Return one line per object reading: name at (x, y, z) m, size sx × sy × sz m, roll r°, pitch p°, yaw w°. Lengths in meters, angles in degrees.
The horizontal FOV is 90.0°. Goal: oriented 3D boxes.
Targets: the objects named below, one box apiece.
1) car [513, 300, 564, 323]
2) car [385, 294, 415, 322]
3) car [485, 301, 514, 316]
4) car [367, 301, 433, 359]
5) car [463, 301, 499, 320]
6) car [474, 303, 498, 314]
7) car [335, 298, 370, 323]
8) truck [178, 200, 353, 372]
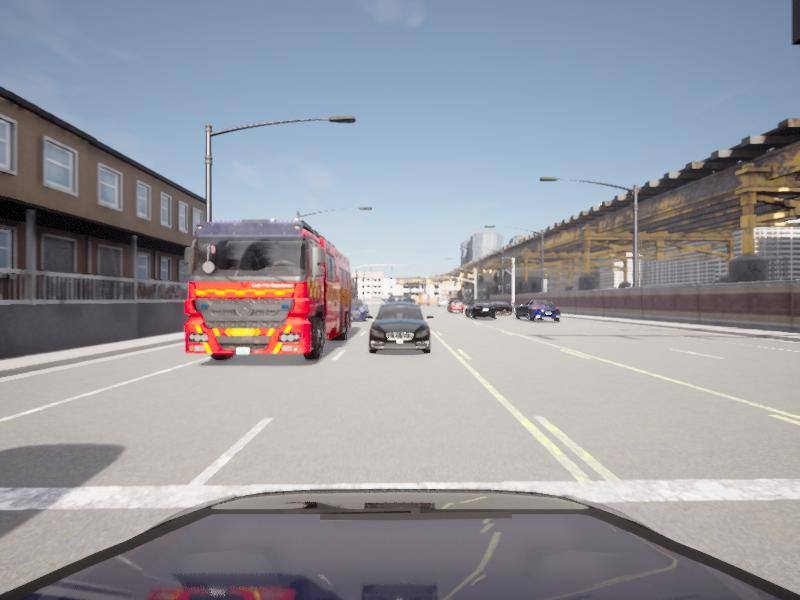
car at (10.489, 0.800, 30.741) m, size 2.152 × 1.651 × 5.027 m, roll 0°, pitch 0°, yaw 0°
car at (-0.010, 0.588, 31.451) m, size 2.150 × 2.045 × 5.566 m, roll 0°, pitch 0°, yaw 0°
car at (10.487, 0.849, 42.457) m, size 1.882 × 1.535 × 5.008 m, roll 0°, pitch 0°, yaw 0°
car at (-0.004, 0.849, 13.511) m, size 1.837 × 1.490 × 4.892 m, roll 0°, pitch 1°, yaw 0°
car at (6.989, 0.873, 34.953) m, size 2.163 × 1.488 × 4.792 m, roll 0°, pitch 0°, yaw 0°
car at (10.484, 0.974, 49.191) m, size 1.895 × 1.301 × 4.718 m, roll 0°, pitch 0°, yaw 0°
car at (-3.504, 0.713, 30.345) m, size 2.097 × 1.767 × 4.553 m, roll 0°, pitch 0°, yaw 0°
truck at (-3.506, -0.313, 13.169) m, size 2.891 × 3.827 × 8.468 m, roll 0°, pitch 0°, yaw 0°
